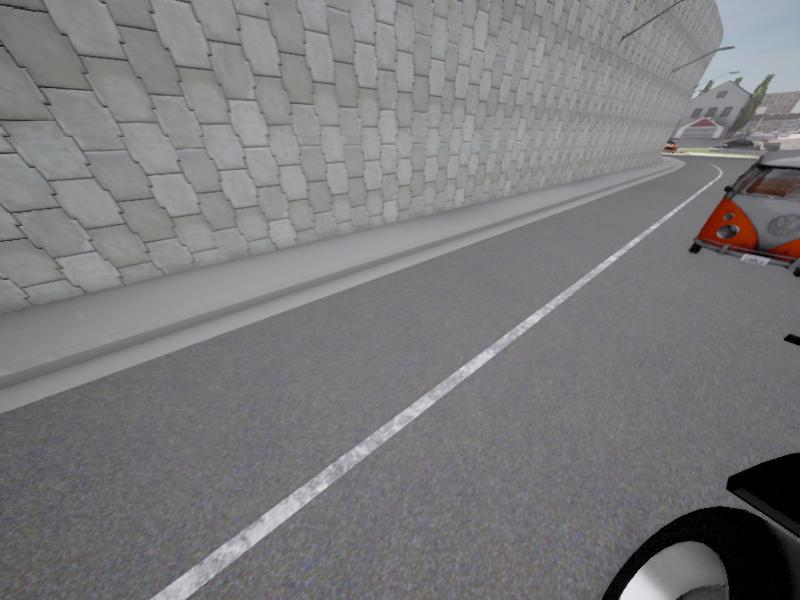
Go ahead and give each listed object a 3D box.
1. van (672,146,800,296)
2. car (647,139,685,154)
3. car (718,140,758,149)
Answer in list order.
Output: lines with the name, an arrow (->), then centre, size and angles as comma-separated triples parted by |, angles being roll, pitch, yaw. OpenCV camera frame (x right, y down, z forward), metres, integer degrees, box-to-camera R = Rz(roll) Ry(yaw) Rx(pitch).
van -> 8.224, -2.004, 4.956 | 4.442, 1.987, 1.775 | -24, 42, -29
car -> 42.170, -24.535, 36.834 | 2.097, 1.767, 4.553 | 13, 37, 18
car -> 70.189, -32.411, 48.021 | 4.892, 1.490, 1.837 | 0, 35, 1
